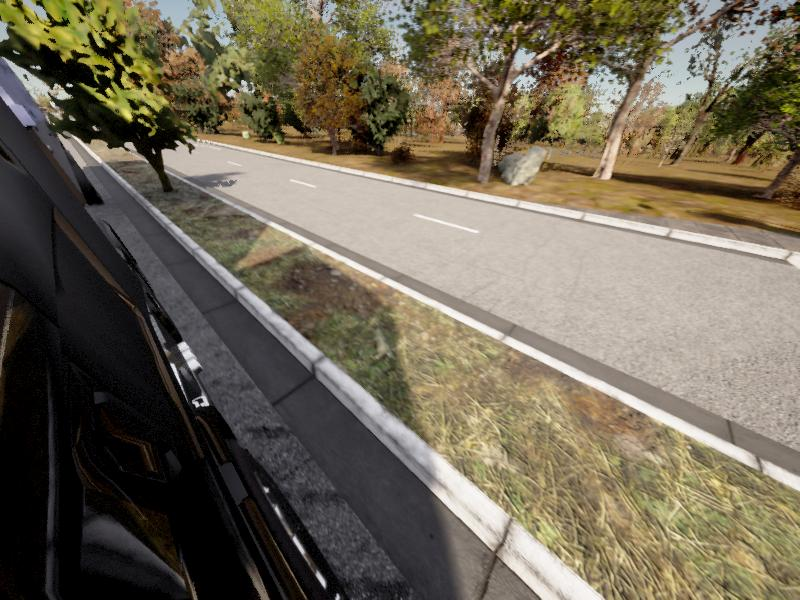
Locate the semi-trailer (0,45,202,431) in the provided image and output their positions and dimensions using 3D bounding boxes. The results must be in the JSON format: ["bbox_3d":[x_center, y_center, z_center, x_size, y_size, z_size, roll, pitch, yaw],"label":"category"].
[{"bbox_3d":[-8.702,-3.591,4.239,14.254,4.402,2.717,28,44,30],"label":"semi-trailer"}]

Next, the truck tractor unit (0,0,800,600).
[{"bbox_3d":[-2.645,-0.295,0.351,6.516,4.208,3.053,28,44,30],"label":"truck tractor unit"}]
